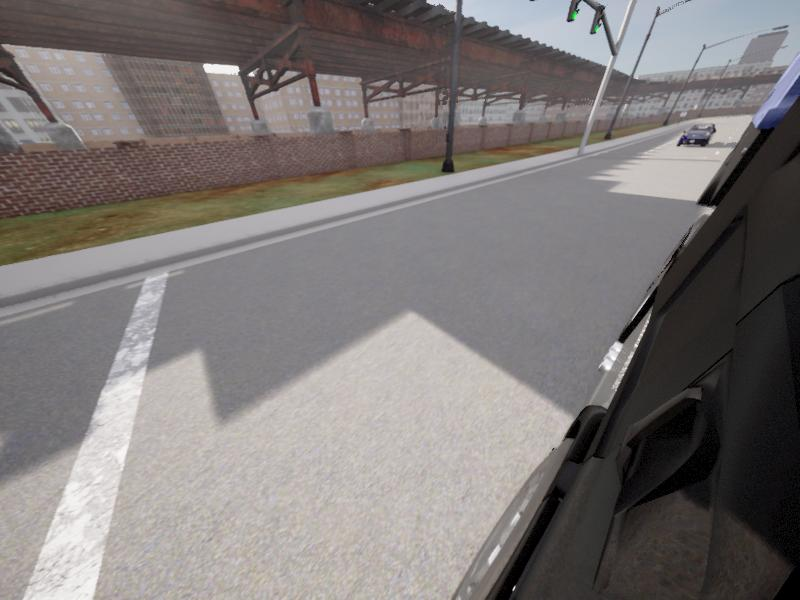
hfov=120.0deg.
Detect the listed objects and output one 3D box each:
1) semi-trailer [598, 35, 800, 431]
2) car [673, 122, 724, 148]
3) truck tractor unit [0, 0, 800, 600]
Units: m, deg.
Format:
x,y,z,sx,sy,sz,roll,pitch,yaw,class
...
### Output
x,y,z,sx,sy,sz,roll,pitch,yaw,class
8.692,-3.594,4.256,14.254,4.402,2.717,-28,43,-30,semi-trailer
24.739,-13.698,19.164,3.633,1.501,1.845,-28,43,-30,car
2.645,-0.295,0.351,6.516,4.208,3.053,-28,44,-30,truck tractor unit
